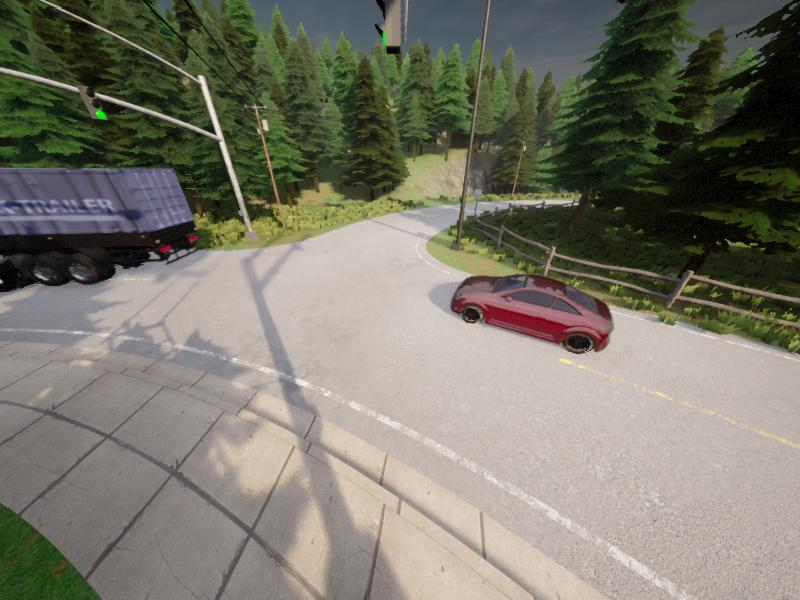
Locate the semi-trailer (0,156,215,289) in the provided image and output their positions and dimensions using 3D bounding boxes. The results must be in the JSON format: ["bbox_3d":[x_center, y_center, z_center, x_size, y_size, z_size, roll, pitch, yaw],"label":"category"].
[{"bbox_3d":[-16.462,-2.943,8.973,14.254,4.402,2.717,-3,29,-5],"label":"semi-trailer"}]

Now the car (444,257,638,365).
[{"bbox_3d":[3.732,0.025,6.899,4.181,1.385,1.994,16,34,26],"label":"car"}]

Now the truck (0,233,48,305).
[{"bbox_3d":[-16.953,-0.533,7.138,6.274,2.098,2.390,-7,31,-12],"label":"truck"}]
